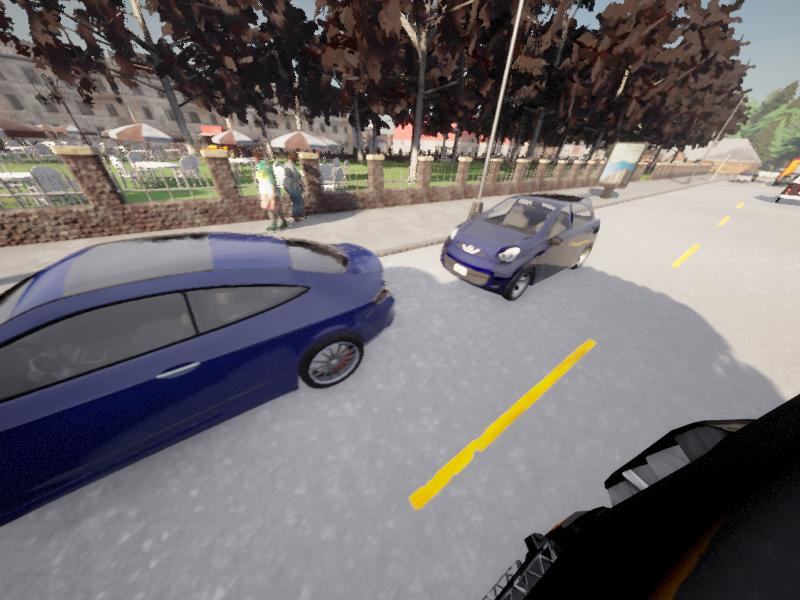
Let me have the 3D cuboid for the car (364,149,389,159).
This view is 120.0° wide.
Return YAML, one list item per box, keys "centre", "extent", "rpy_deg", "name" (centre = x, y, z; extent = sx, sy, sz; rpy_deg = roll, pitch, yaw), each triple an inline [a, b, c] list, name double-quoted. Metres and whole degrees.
- centre: [-4.643, -29.245, 46.356]
  extent: [4.514, 1.525, 2.007]
  rpy_deg: [-19, 39, -30]
  name: "car"

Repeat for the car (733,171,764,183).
- centre: [54.863, -19.449, 36.344]
  extent: [5.357, 1.411, 2.033]
  rpy_deg: [-20, 40, -30]
  name: "car"

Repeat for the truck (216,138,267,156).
- centre: [-25.636, -24.890, 37.627]
  extent: [6.274, 2.098, 2.390]
  rpy_deg: [-19, 40, -30]
  name: "truck"

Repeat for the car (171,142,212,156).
- centre: [-28.638, -20.829, 31.825]
  extent: [3.806, 1.475, 1.970]
  rpy_deg: [-20, 40, -30]
  name: "car"

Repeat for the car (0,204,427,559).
- centre: [-2.193, 0.282, 2.063]
  extent: [4.674, 1.442, 1.812]
  rpy_deg: [-20, 40, -30]
  name: "car"

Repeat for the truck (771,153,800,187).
- centre: [56.589, -18.293, 32.531]
  extent: [8.468, 3.827, 2.891]
  rpy_deg: [-19, 39, -30]
  name: "truck"

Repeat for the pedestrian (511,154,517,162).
- centre: [31.131, -38.699, 62.883]
  extent: [0.751, 1.860, 0.751]
  rpy_deg: [-19, 39, -30]
  name: "pedestrian"

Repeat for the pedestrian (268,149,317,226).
- centre: [-3.058, -3.220, 6.672]
  extent: [0.751, 1.860, 0.751]
  rpy_deg: [-22, 41, -33]
  name: "pedestrian"

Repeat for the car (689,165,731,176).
- centre: [69.161, -28.928, 51.594]
  extent: [1.801, 1.575, 5.366]
  rpy_deg: [-18, 39, -29]
  name: "car"

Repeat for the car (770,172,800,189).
- centre: [49.822, -15.314, 29.517]
  extent: [3.988, 1.617, 1.851]
  rpy_deg: [-16, 38, -27]
  name: "car"

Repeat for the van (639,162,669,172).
- centre: [63.751, -33.478, 58.069]
  extent: [1.775, 1.987, 4.442]
  rpy_deg: [-19, 39, -30]
  name: "van"

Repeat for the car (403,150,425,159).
- centre: [3.300, -34.674, 55.176]
  extent: [4.902, 1.511, 2.128]
  rpy_deg: [-19, 40, -30]
  name: "car"

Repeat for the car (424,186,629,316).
- centre: [2.561, -1.326, 4.782]
  extent: [3.633, 1.501, 1.845]
  rpy_deg: [-19, 40, -30]
  name: "car"

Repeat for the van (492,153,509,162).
- centre: [29.011, -40.963, 66.608]
  extent: [4.480, 2.038, 2.069]
  rpy_deg: [-19, 39, -30]
  name: "van"

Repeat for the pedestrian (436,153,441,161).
- centre: [8.107, -30.199, 48.765]
  extent: [0.751, 1.300, 0.751]
  rpy_deg: [-7, 35, -14]
  name: "pedestrian"

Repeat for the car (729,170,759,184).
- centre: [49.291, -17.646, 33.065]
  extent: [3.633, 1.501, 1.845]
  rpy_deg: [-20, 40, -31]
  name: "car"

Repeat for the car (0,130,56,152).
- centre: [-40.470, -16.515, 24.029]
  extent: [1.932, 1.855, 4.605]
  rpy_deg: [12, 34, 18]
  name: "car"

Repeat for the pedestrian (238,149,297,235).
- centre: [-3.338, -2.741, 5.926]
  extent: [0.751, 1.860, 0.751]
  rpy_deg: [-21, 40, -31]
  name: "pedestrian"

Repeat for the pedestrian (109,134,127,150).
- centre: [-40.467, -22.707, 33.157]
  extent: [0.751, 1.860, 0.751]
  rpy_deg: [-14, 37, -24]
  name: "pedestrian"

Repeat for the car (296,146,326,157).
- centre: [-16.591, -27.778, 43.210]
  extent: [4.514, 1.525, 2.007]
  rpy_deg: [-19, 39, -30]
  name: "car"

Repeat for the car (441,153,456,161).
- centre: [12.825, -37.840, 61.053]
  extent: [3.633, 1.501, 1.845]
  rpy_deg: [-19, 39, -30]
  name: "car"

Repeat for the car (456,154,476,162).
- centre: [16.992, -36.572, 59.524]
  extent: [4.892, 1.490, 1.837]
  rpy_deg: [-19, 39, -30]
  name: "car"

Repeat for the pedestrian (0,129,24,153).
- centre: [-36.990, -14.995, 21.791]
  extent: [0.751, 1.860, 0.751]
  rpy_deg: [19, 37, 23]
  name: "pedestrian"

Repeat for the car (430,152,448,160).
- centre: [9.211, -34.071, 54.694]
  extent: [3.705, 1.549, 1.789]
  rpy_deg: [-19, 39, -30]
  name: "car"

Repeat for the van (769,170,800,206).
- centre: [29.114, -8.004, 16.472]
  extent: [4.480, 2.038, 2.069]
  rpy_deg: [-18, 39, -29]
  name: "van"
